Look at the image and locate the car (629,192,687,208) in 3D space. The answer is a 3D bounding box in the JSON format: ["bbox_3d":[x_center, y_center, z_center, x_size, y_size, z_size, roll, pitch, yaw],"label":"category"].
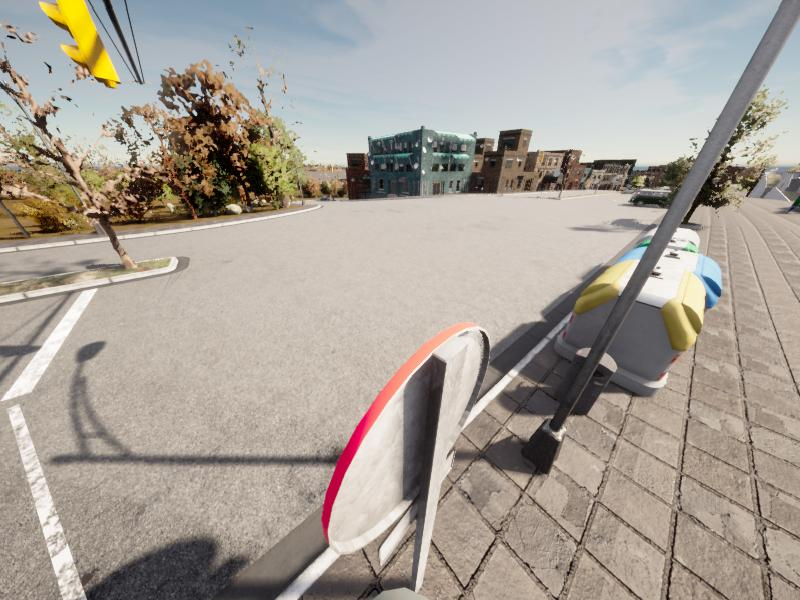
[{"bbox_3d":[34.472,-13.468,31.109,4.674,1.452,2.002,17,32,25],"label":"car"}]

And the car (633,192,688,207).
[{"bbox_3d":[36.754,-14.328,32.812,4.674,1.452,2.002,17,33,25],"label":"car"}]

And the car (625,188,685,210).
[{"bbox_3d":[32.099,-12.864,29.311,4.442,1.987,1.878,17,33,25],"label":"car"}]
